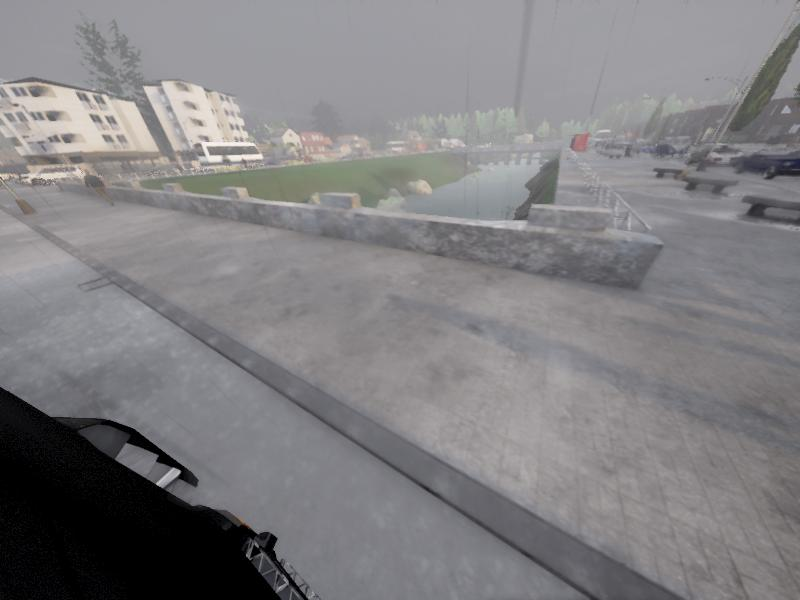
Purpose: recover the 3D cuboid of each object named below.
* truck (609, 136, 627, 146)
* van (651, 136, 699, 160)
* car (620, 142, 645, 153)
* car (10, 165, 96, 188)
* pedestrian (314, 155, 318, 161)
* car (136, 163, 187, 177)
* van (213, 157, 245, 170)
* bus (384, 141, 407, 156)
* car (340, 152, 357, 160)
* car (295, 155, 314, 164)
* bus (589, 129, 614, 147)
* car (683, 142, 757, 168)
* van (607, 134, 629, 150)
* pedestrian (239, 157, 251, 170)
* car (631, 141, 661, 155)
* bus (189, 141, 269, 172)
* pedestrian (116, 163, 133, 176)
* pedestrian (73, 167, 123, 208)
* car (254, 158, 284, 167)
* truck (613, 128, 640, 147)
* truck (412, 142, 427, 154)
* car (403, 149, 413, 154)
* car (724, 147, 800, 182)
[{"bbox_3d":[66.219,-48.451,70.358,2.627,2.467,5.204,16,38,26],"label":"truck"},{"bbox_3d":[29.725,-16.624,25.203,1.775,1.987,4.442,16,38,26],"label":"van"},{"bbox_3d":[39.597,-26.063,39.427,1.895,1.301,4.718,16,38,26],"label":"car"},{"bbox_3d":[-44.184,-15.965,29.658,2.150,2.045,5.566,16,37,26],"label":"car"},{"bbox_3d":[-23.955,-40.543,65.902,0.751,1.300,0.751,8,35,16],"label":"pedestrian"},{"bbox_3d":[-38.652,-21.250,37.634,1.930,1.638,5.238,16,38,26],"label":"car"},{"bbox_3d":[-33.308,-26.667,45.149,1.775,1.987,4.442,16,37,26],"label":"van"},{"bbox_3d":[-1.707,-58.690,89.332,3.944,4.253,10.273,16,38,26],"label":"bus"},{"bbox_3d":[-15.703,-43.877,70.272,1.930,1.638,5.238,16,38,26],"label":"car"},{"bbox_3d":[-24.055,-35.596,58.425,1.851,1.617,3.988,16,38,26],"label":"car"},{"bbox_3d":[65.309,-52.600,75.098,3.944,4.253,10.273,16,38,26],"label":"bus"},{"bbox_3d":[24.560,-11.306,17.981,1.970,1.475,3.806,16,38,26],"label":"car"},{"bbox_3d":[47.736,-34.663,50.704,1.988,2.561,5.915,16,38,26],"label":"van"},{"bbox_3d":[-26.453,-23.320,39.434,0.751,1.860,0.751,13,36,22],"label":"pedestrian"},{"bbox_3d":[35.393,-21.992,33.397,1.816,1.474,4.193,16,38,26],"label":"car"},{"bbox_3d":[-30.506,-26.167,42.104,3.944,4.253,10.273,16,37,26],"label":"bus"},{"bbox_3d":[-45.183,-21.444,37.896,0.751,1.860,0.751,10,35,19],"label":"pedestrian"},{"bbox_3d":[-16.355,-6.106,12.551,0.751,1.860,0.751,16,38,26],"label":"pedestrian"},{"bbox_3d":[-29.064,-30.599,51.332,2.033,1.411,5.357,16,38,26],"label":"car"},{"bbox_3d":[60.938,-43.829,62.498,2.891,3.827,8.468,16,38,26],"label":"truck"},{"bbox_3d":[8.126,-63.930,96.943,2.891,3.827,8.468,16,38,26],"label":"truck"},{"bbox_3d":[3.502,-62.770,97.610,1.801,1.575,5.366,16,38,26],"label":"car"},{"bbox_3d":[20.750,-7.464,12.598,1.895,1.301,4.718,16,38,26],"label":"car"}]
